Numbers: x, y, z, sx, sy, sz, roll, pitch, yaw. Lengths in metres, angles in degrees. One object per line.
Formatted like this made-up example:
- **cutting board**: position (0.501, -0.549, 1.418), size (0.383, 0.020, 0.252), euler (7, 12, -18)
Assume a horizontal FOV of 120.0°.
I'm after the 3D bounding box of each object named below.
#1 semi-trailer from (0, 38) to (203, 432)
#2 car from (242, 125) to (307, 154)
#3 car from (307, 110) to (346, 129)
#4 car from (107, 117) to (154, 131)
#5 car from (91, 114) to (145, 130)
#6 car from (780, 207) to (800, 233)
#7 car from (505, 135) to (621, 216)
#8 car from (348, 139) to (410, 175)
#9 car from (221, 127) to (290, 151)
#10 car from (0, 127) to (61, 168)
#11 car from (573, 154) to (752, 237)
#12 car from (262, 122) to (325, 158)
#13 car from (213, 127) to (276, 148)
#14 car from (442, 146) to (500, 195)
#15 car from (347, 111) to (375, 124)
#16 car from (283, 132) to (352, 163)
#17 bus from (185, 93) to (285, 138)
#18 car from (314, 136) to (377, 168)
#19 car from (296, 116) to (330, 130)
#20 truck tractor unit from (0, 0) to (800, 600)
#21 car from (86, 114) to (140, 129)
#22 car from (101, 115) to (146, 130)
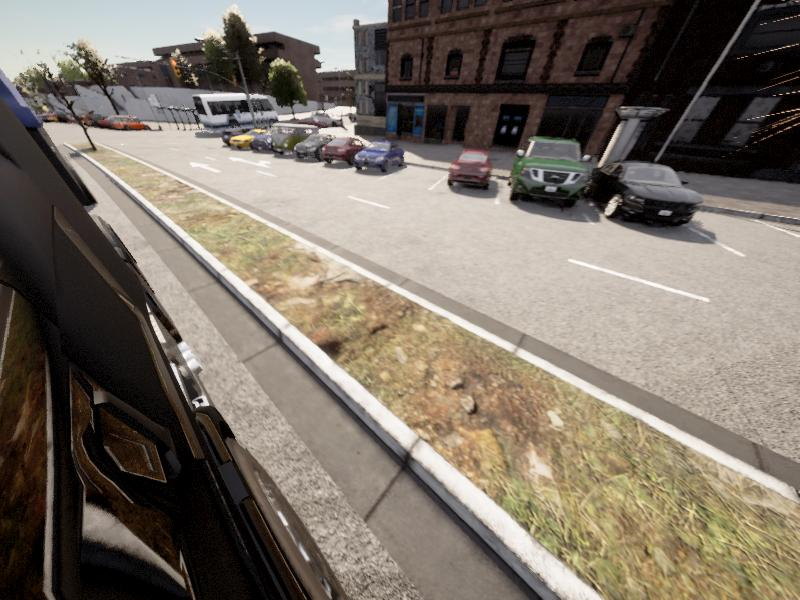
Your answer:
- **semi-trailer**: position (-8.757, -3.567, 4.166), size (14.254, 4.402, 2.717), euler (28, 44, 29)
- **car**: position (-10.480, -13.852, 19.871), size (2.185, 1.767, 4.553), euler (13, 37, 12)
- **car**: position (-12.335, -30.496, 39.002), size (5.566, 2.045, 2.435), euler (10, 43, 8)
- **car**: position (-46.038, -30.154, 39.684), size (2.185, 1.767, 4.553), euler (9, 37, 9)
- **car**: position (-51.084, -32.372, 42.095), size (2.435, 2.045, 5.566), euler (10, 37, 8)
- **car**: position (12.735, -1.448, 5.036), size (2.097, 1.535, 5.008), euler (15, 38, 15)
- **car**: position (5.897, -5.405, 9.450), size (2.435, 2.045, 5.566), euler (14, 38, 14)
- **car**: position (-1.065, -8.885, 14.129), size (2.002, 1.452, 4.674), euler (14, 38, 14)
- **car**: position (-12.938, -14.817, 21.201), size (1.946, 1.575, 5.366), euler (13, 37, 12)
- **car**: position (-19.412, -7.768, 11.631), size (4.181, 1.385, 1.994), euler (26, 43, 28)
- **car**: position (8.191, -3.972, 8.108), size (2.097, 1.535, 5.008), euler (15, 38, 15)
- **car**: position (-8.145, -12.659, 18.261), size (1.878, 1.987, 4.442), euler (13, 38, 13)
- **car**: position (-15.135, -16.131, 22.878), size (2.163, 1.488, 4.792), euler (12, 37, 12)
- **car**: position (3.576, -6.428, 11.151), size (2.002, 1.452, 4.674), euler (14, 38, 14)
- **car**: position (-7.491, -35.437, 44.845), size (4.892, 1.521, 2.231), euler (10, 43, 8)
- **car**: position (-5.754, -11.344, 17.041), size (2.231, 1.521, 4.892), euler (13, 38, 13)
- **bus**: position (-22.916, -26.821, 33.228), size (3.944, 4.253, 10.273), euler (26, 49, 25)
- **car**: position (-3.413, -10.100, 15.598), size (2.002, 1.452, 4.674), euler (13, 38, 14)
- **car**: position (-13.990, -28.575, 37.311), size (4.674, 1.452, 2.002), euler (10, 43, 8)
- **truck tractor unit**: position (-2.645, -0.295, 0.352), size (6.516, 4.208, 3.053), euler (28, 44, 30)
- **car**: position (-53.620, -33.453, 43.370), size (2.435, 2.045, 5.566), euler (9, 37, 9)
- **car**: position (-48.572, -31.249, 40.806), size (1.878, 1.987, 4.442), euler (10, 37, 8)
